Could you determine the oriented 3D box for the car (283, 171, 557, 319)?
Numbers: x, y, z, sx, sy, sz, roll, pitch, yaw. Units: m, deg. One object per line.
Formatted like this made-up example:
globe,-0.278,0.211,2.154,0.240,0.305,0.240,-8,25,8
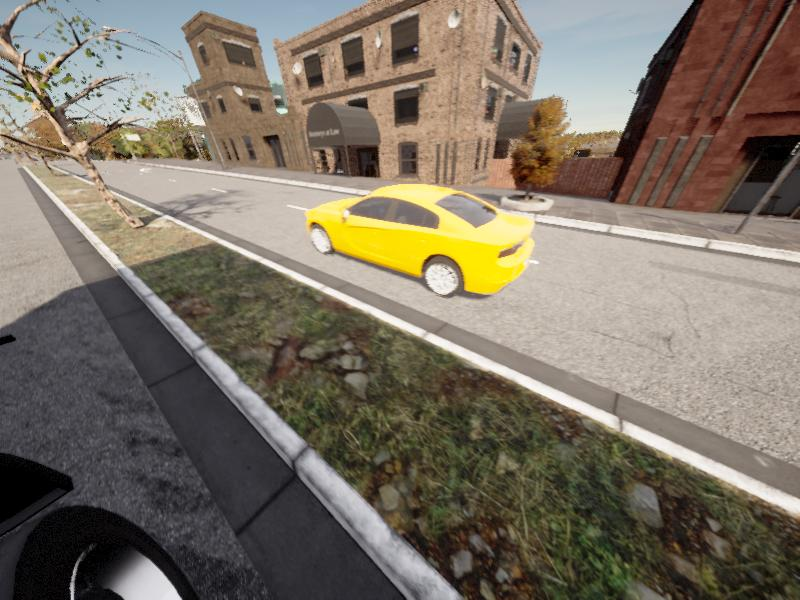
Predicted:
car,0.054,-1.601,4.872,5.008,1.535,1.882,22,41,28
